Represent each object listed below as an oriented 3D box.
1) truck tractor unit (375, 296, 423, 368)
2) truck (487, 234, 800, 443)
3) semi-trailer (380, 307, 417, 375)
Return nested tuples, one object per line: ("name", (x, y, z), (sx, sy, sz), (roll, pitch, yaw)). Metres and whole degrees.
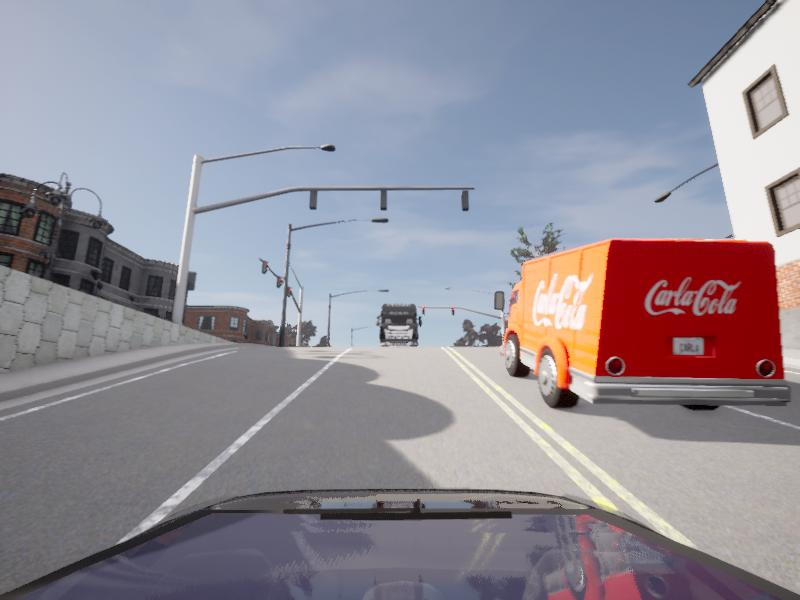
("truck tractor unit", (-0.081, 2.558, 29.195), (3.053, 4.208, 6.516), (0, -14, 0))
("truck", (3.520, 0.467, 7.390), (2.627, 2.467, 5.204), (1, 0, 0))
("semi-trailer", (-0.106, 4.340, 36.904), (2.717, 4.402, 14.254), (0, -14, 0))
